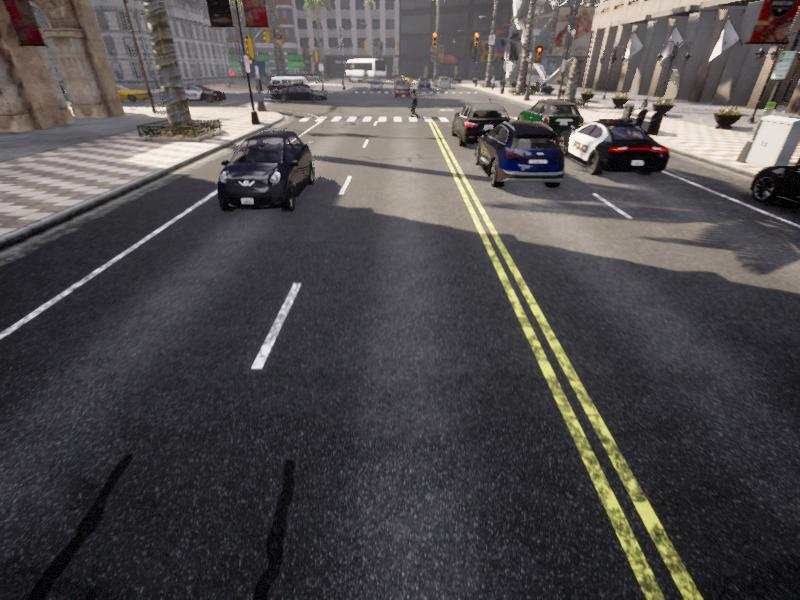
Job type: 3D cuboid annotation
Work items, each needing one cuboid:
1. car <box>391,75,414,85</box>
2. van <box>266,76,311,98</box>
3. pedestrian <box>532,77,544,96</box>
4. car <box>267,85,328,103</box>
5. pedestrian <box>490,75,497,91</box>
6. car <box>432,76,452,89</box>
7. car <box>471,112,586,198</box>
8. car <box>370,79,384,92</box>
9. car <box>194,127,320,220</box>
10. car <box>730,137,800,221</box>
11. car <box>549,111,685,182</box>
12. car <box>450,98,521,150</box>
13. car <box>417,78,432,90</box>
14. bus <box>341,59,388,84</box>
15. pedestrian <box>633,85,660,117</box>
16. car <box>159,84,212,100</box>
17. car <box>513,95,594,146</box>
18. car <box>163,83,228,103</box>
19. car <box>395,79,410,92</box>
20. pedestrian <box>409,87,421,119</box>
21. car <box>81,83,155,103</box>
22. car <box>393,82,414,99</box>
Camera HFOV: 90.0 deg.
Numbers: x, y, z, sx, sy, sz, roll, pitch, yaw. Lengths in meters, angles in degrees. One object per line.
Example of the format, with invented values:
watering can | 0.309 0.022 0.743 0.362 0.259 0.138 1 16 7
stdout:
car | 0.420 -43.746 79.344 1.801 1.575 5.366 -18 35 -27
van | -12.302 -23.576 44.266 4.480 2.038 2.069 -6 32 -11
pedestrian | 15.914 -24.697 46.226 0.751 1.860 0.751 -18 35 -28
car | -9.727 -19.814 38.486 5.357 1.411 2.033 -4 31 -7
pedestrian | 12.755 -29.634 54.653 0.751 1.860 0.751 6 31 10
car | 6.791 -35.479 65.151 2.242 1.667 4.611 -4 31 -7
car | 3.654 -4.717 12.511 2.033 1.649 4.856 0 30 0
car | -3.152 -29.608 55.166 1.845 1.501 3.633 0 30 -1
car | -3.375 -3.388 10.283 1.845 1.501 3.633 0 30 0
car | 10.313 -2.391 8.729 2.163 1.488 4.792 0 30 0
car | 7.167 -5.532 14.029 2.038 1.542 4.974 0 30 0
car | 3.702 -8.183 18.402 2.242 1.667 4.611 0 30 0
car | 3.699 -33.144 61.270 1.845 1.501 3.633 -1 30 -3
bus | -7.392 -46.925 82.078 3.944 4.253 10.273 -25 38 -37
pedestrian | 16.199 -13.080 26.342 0.751 1.860 0.751 0 30 0
car | -21.913 -21.342 41.034 4.181 1.385 1.994 1 30 1
car | 7.209 -8.808 19.376 2.097 1.767 4.553 0 30 0
car | -19.342 -19.677 38.040 4.974 1.542 2.038 0 30 0
car | 0.288 -30.559 56.872 1.970 1.475 3.806 -1 30 -2
pedestrian | 0.963 -12.981 26.360 0.751 1.860 0.751 0 30 0
car | -26.738 -19.734 38.036 5.366 1.575 1.801 0 30 0
car | 0.397 -23.199 44.269 2.163 1.488 4.792 0 30 0
